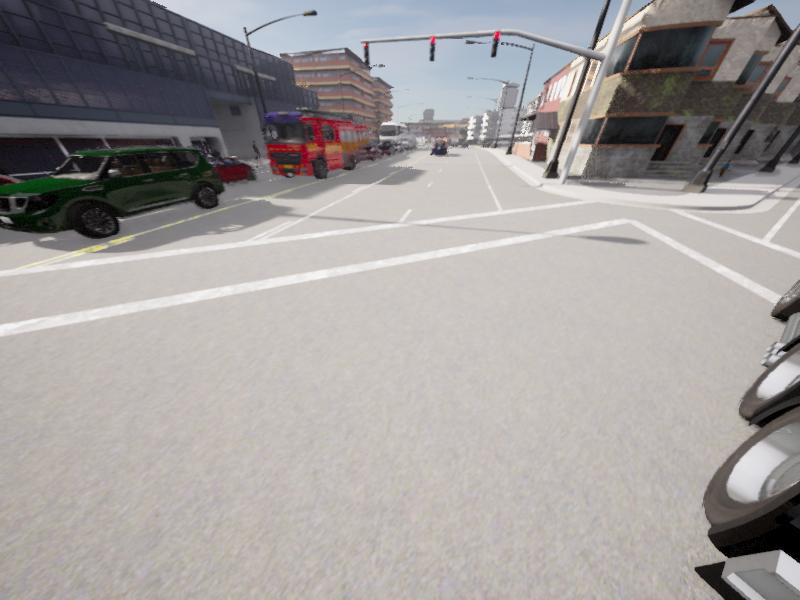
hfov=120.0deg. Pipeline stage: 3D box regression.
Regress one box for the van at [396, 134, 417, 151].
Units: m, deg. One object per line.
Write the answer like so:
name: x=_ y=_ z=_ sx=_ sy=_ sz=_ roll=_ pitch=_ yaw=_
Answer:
van: x=1.265 y=-28.802 z=42.208 sx=2.351 sy=2.431 sz=6.366 roll=8 pitch=36 yaw=11

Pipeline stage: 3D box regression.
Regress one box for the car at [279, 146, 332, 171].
car: x=-8.486 y=-13.158 z=21.357 sx=2.038 sy=1.542 sz=4.974 roll=8 pitch=37 yaw=11

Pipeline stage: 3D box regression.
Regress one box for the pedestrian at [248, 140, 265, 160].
pedestrian: x=-16.036 y=-16.807 z=25.873 sx=0.751 sy=1.860 sz=0.751 roll=15 pitch=37 yaw=20

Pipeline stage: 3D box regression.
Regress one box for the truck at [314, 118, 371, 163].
truck: x=-6.405 y=-19.269 z=27.845 sx=2.891 sy=3.827 sz=8.468 roll=8 pitch=37 yaw=11

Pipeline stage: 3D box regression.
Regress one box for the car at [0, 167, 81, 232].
car: x=-12.815 y=-2.578 z=6.353 sx=1.816 sy=1.474 sz=4.193 roll=8 pitch=36 yaw=11

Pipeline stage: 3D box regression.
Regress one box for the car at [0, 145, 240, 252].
car: x=-8.761 y=-3.740 z=7.543 sx=2.150 sy=2.045 sz=5.566 roll=9 pitch=36 yaw=12

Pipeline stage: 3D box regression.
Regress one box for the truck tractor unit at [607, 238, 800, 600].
truck tractor unit: x=5.066 y=-0.344 z=0.845 sx=6.516 sy=4.208 sz=3.053 roll=-20 pitch=40 yaw=-26

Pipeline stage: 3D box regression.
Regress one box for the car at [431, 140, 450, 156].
car: x=5.952 y=-22.322 z=33.803 sx=2.242 sy=1.667 sz=4.611 roll=8 pitch=37 yaw=11

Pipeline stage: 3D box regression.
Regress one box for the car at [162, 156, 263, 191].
car: x=-10.722 y=-7.627 z=13.695 sx=1.994 sy=1.385 sz=4.181 roll=8 pitch=36 yaw=11

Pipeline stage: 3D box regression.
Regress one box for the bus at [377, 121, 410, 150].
bus: x=-0.968 y=-32.544 z=45.964 sx=3.944 sy=4.253 sz=10.273 roll=8 pitch=35 yaw=11

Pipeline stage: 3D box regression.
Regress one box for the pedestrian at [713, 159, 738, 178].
pedestrian: x=23.172 y=-9.344 z=16.449 sx=0.500 sy=1.100 sz=0.500 roll=-17 pitch=38 yaw=-24

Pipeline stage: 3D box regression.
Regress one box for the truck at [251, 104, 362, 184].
truck: x=-5.889 y=-11.454 z=17.009 sx=2.891 sy=3.827 sz=8.468 roll=8 pitch=36 yaw=11
